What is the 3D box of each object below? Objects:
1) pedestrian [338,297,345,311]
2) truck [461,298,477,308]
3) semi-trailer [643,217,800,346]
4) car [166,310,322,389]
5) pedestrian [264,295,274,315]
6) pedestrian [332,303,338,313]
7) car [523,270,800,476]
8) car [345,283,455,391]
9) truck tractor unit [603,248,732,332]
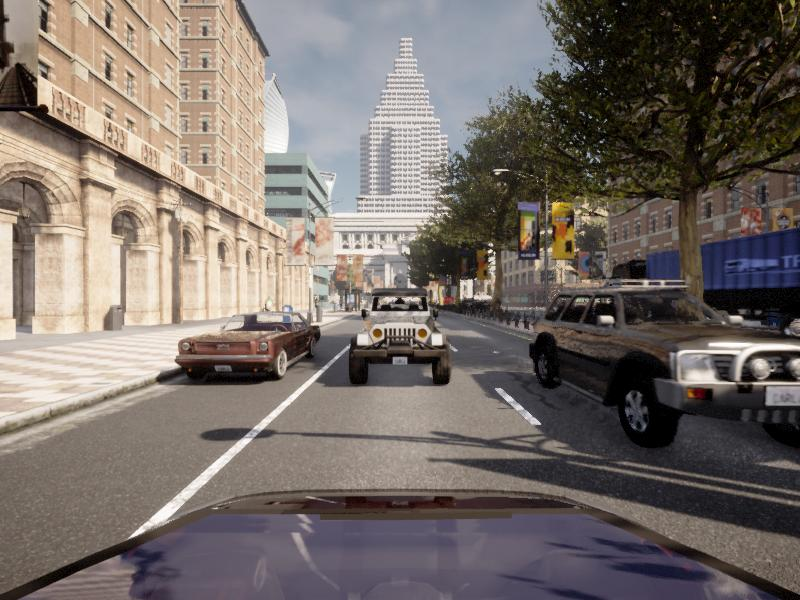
[{"bbox_3d":[-7.489,0.492,50.998,0.751,1.860,0.751,0,0,0],"label":"pedestrian"},{"bbox_3d":[14.999,0.555,87.625,2.390,2.098,6.274,0,0,0],"label":"truck"},{"bbox_3d":[15.001,-0.616,15.302,2.717,4.402,14.254,0,0,0],"label":"semi-trailer"},{"bbox_3d":[-3.250,0.940,9.526,1.895,1.301,4.718,0,0,0],"label":"car"},{"bbox_3d":[-12.478,0.491,38.114,0.751,1.860,0.751,0,0,0],"label":"pedestrian"},{"bbox_3d":[-7.198,0.871,44.249,0.500,1.100,0.500,0,0,2],"label":"pedestrian"},{"bbox_3d":[3.500,0.653,5.894,1.932,1.855,4.605,0,0,0],"label":"car"},{"bbox_3d":[-0.001,0.647,8.909,1.905,1.878,3.866,0,0,0],"label":"car"},{"bbox_3d":[15.003,-0.517,23.218,3.053,4.208,6.516,0,0,0],"label":"truck tractor unit"}]
